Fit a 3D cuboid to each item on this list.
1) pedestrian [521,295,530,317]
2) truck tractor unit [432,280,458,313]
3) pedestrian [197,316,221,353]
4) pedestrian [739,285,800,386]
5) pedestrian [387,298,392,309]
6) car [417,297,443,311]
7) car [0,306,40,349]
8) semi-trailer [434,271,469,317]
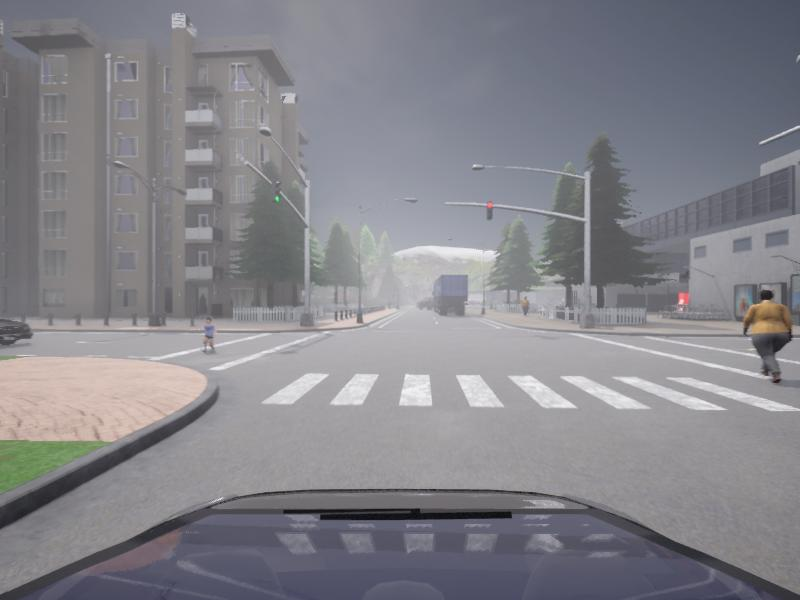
[{"bbox_3d":[11.051,0.521,35.248,0.751,1.860,0.751,0,0,18],"label":"pedestrian"},{"bbox_3d":[5.939,-0.455,53.909,3.053,4.208,6.516,0,0,2],"label":"truck tractor unit"},{"bbox_3d":[-5.805,1.037,12.156,0.500,1.100,0.500,0,0,-1],"label":"pedestrian"},{"bbox_3d":[7.266,0.650,7.872,0.751,1.860,0.751,0,0,27],"label":"pedestrian"},{"bbox_3d":[-1.674,0.563,63.928,0.751,1.860,0.751,0,0,3],"label":"pedestrian"},{"bbox_3d":[4.823,0.601,64.591,2.150,2.045,5.566,0,0,-18],"label":"car"},{"bbox_3d":[-15.830,0.913,13.757,5.357,1.411,2.033,0,0,5],"label":"car"},{"bbox_3d":[5.630,-0.577,45.996,2.717,4.402,14.254,0,0,2],"label":"semi-trailer"}]
